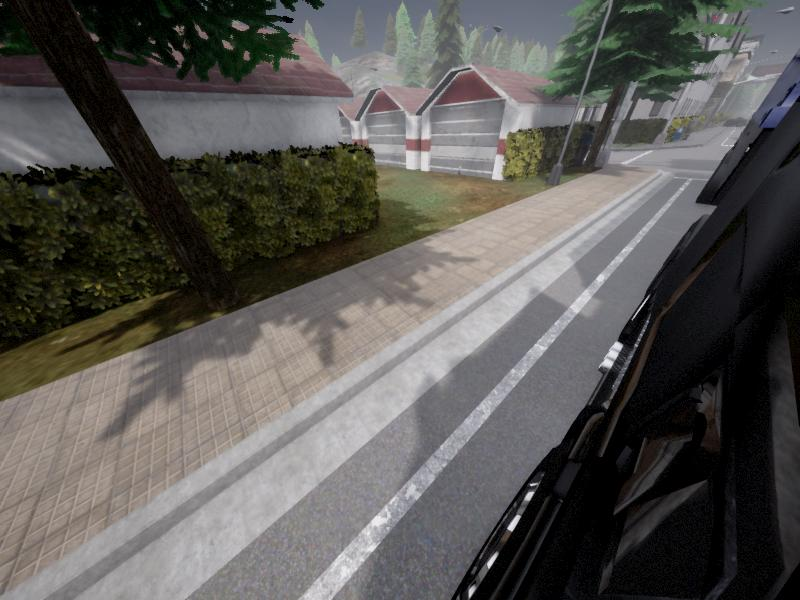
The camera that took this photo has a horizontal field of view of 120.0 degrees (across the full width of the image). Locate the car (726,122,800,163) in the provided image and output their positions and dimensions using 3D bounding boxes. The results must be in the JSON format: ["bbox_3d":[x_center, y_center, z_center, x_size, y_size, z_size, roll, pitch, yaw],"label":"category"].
[{"bbox_3d":[22.272,-8.538,12.413,5.027,1.651,2.152,4,38,10],"label":"car"}]

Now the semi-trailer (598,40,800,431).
[{"bbox_3d":[8.677,-3.621,4.246,14.254,4.402,2.717,-28,44,-30],"label":"semi-trailer"}]

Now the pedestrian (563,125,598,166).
[{"bbox_3d":[10.109,-8.682,13.006,0.751,1.860,0.751,4,37,9],"label":"pedestrian"}]

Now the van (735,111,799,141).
[{"bbox_3d":[33.626,-16.119,21.362,4.480,2.038,2.069,-32,46,-33],"label":"van"}]

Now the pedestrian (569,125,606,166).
[{"bbox_3d":[10.648,-8.784,13.182,0.751,1.860,0.751,-20,40,-22],"label":"pedestrian"}]

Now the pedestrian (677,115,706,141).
[{"bbox_3d":[26.790,-15.841,21.277,0.751,1.860,0.751,13,40,20],"label":"pedestrian"}]

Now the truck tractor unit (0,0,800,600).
[{"bbox_3d":[2.645,-0.295,0.351,6.516,4.208,3.053,-28,44,-30],"label":"truck tractor unit"}]

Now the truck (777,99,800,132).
[{"bbox_3d":[50.092,-22.919,27.923,8.468,3.827,2.891,-28,44,-30],"label":"truck"}]

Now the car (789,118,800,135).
[{"bbox_3d":[43.331,-18.346,24.152,4.974,1.542,2.038,-28,44,-30],"label":"car"}]
